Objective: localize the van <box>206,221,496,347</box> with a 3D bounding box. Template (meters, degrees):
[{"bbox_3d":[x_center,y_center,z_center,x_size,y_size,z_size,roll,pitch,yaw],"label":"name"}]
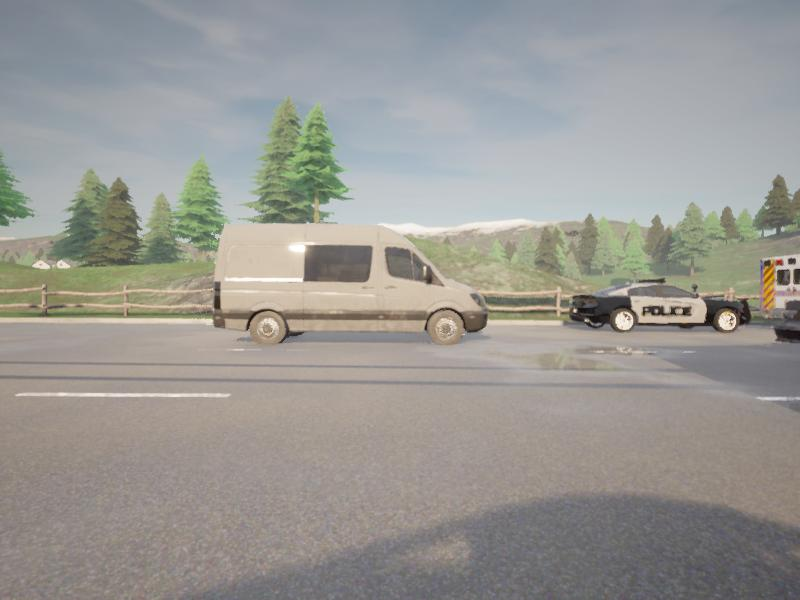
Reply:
[{"bbox_3d":[-1.008,-0.333,9.174,5.915,2.561,1.988,0,0,0],"label":"van"}]

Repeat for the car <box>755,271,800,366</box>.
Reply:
[{"bbox_3d":[8.654,0.295,5.697,5.357,1.411,2.033,0,0,0],"label":"car"}]

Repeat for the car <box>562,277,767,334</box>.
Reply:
[{"bbox_3d":[8.146,0.146,12.695,5.238,1.638,1.930,0,0,0],"label":"car"}]

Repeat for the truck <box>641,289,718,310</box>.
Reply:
[{"bbox_3d":[29.597,-0.076,42.678,2.390,2.098,6.274,1,0,-25],"label":"truck"}]

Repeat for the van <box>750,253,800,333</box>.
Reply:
[{"bbox_3d":[15.318,-0.211,12.685,6.366,2.431,2.351,0,0,0],"label":"van"}]
